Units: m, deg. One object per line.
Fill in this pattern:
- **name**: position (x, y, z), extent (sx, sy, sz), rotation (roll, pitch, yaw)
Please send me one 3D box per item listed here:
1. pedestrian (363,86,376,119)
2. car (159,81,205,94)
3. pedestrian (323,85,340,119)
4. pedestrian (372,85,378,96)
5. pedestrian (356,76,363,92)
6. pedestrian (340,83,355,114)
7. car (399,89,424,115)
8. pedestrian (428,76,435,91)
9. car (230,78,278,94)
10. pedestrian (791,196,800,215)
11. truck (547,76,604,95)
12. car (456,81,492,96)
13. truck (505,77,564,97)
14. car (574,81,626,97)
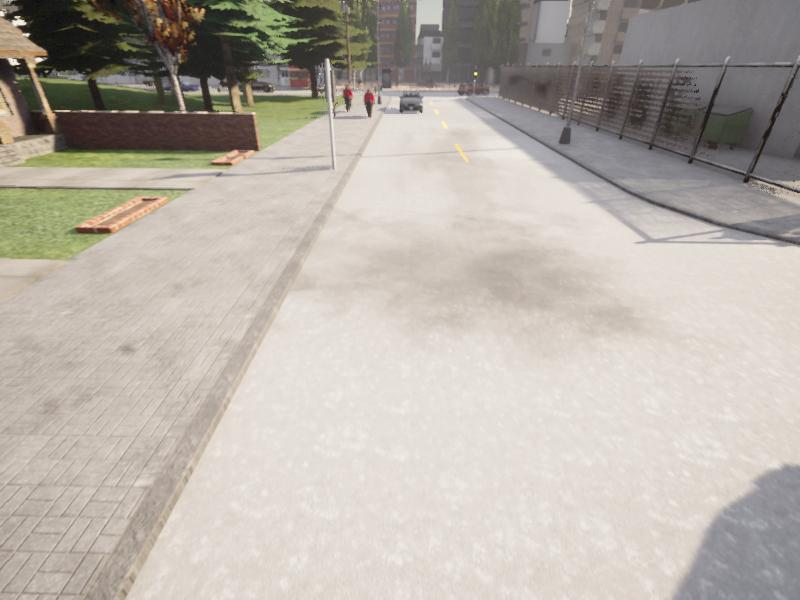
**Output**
- **pedestrian**: position (-1.922, -12.493, 25.323), extent (0.751, 1.860, 0.751), rotation (1, 30, 1)
- **car**: position (-27.753, -27.105, 51.002), extent (4.674, 1.442, 1.812), rotation (1, 30, 1)
- **pedestrian**: position (-4.330, -12.519, 25.323), extent (0.751, 1.860, 0.751), rotation (4, 30, 5)
- **pedestrian**: position (-2.821, -23.892, 45.607), extent (0.500, 1.100, 0.500), rotation (-11, 32, -19)
- **pedestrian**: position (-5.598, -29.825, 55.179), extent (0.751, 1.860, 0.751), rotation (2, 30, 3)
- **pedestrian**: position (-3.674, -14.164, 28.155), extent (0.751, 1.860, 0.751), rotation (6, 31, 10)
- **car**: position (0.852, -15.201, 30.655), extent (1.816, 1.474, 4.193), rotation (1, 30, 1)
- **pedestrian**: position (4.453, -30.759, 56.760), extent (0.751, 1.860, 0.751), rotation (0, 30, -2)
- **car**: position (-18.459, -27.202, 50.728), extent (5.027, 1.651, 2.152), rotation (1, 30, 1)
- **pedestrian**: position (9.708, -2.703, 8.736), extent (0.751, 1.860, 0.751), rotation (0, 30, -2)
- **truck**: position (23.440, -28.684, 53.570), extent (6.274, 2.098, 2.390), rotation (1, 30, 0)
- **car**: position (9.247, -26.337, 49.772), extent (3.988, 1.617, 1.851), rotation (-16, 34, -26)
- **truck**: position (16.766, -26.775, 50.175), extent (6.274, 2.098, 2.390), rotation (1, 30, 1)
- **car**: position (25.038, -26.451, 50.226), extent (5.238, 1.638, 1.930), rotation (1, 30, 1)
